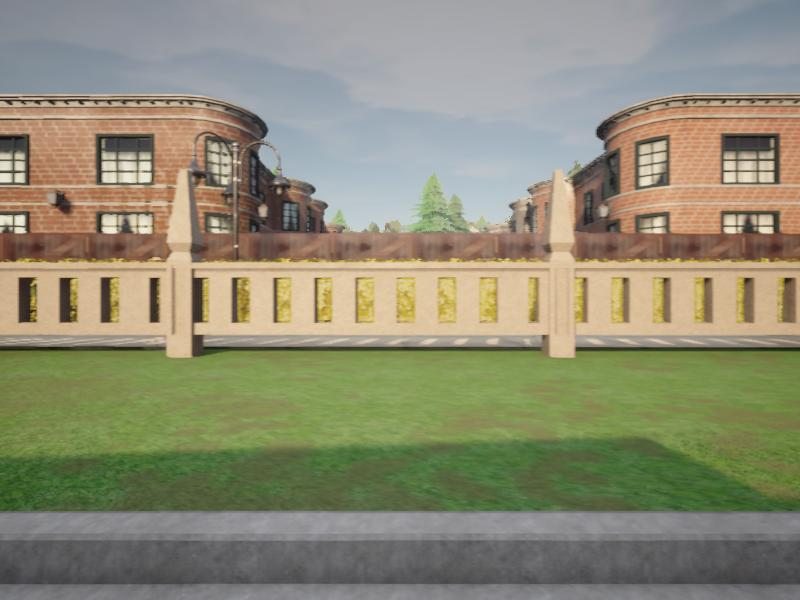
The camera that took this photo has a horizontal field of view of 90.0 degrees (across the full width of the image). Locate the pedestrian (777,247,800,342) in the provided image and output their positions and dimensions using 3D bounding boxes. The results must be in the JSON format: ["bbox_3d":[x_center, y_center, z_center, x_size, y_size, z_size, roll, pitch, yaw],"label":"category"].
[{"bbox_3d":[8.208,-0.113,7.943,0.751,1.860,0.751,0,0,0],"label":"pedestrian"}]
